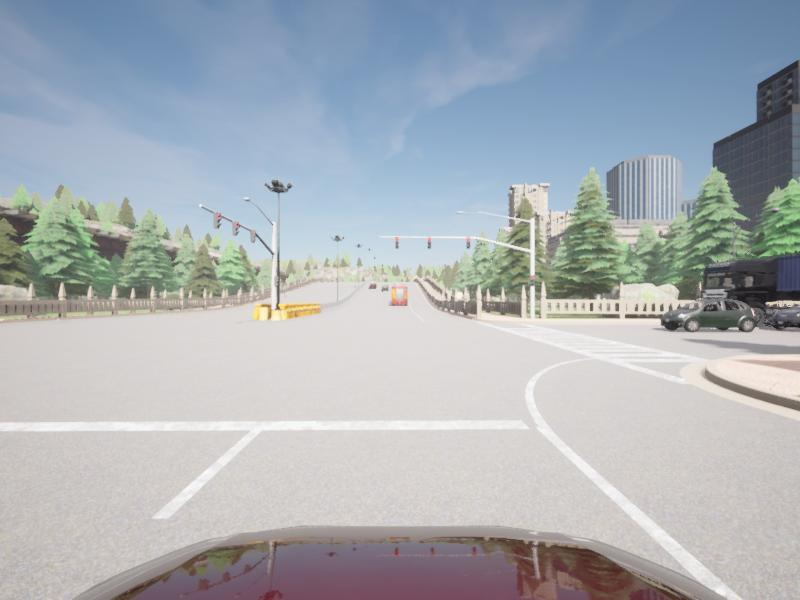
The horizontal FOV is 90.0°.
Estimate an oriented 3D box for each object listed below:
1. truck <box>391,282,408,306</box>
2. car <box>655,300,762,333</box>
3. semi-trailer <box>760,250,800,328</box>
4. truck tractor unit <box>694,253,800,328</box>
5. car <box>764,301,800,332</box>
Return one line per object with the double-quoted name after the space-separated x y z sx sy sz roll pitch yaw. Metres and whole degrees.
-0.069 -1.204 74.193 2.891 3.827 8.468 0 5 0 "truck"
15.547 0.787 20.309 3.988 1.617 1.851 0 0 0 "car"
29.823 -0.620 23.860 14.254 4.402 2.717 0 0 0 "semi-trailer"
21.907 -0.523 23.825 6.516 4.208 3.053 0 0 0 "truck tractor unit"
21.143 0.825 20.329 3.633 1.501 1.845 0 0 0 "car"
